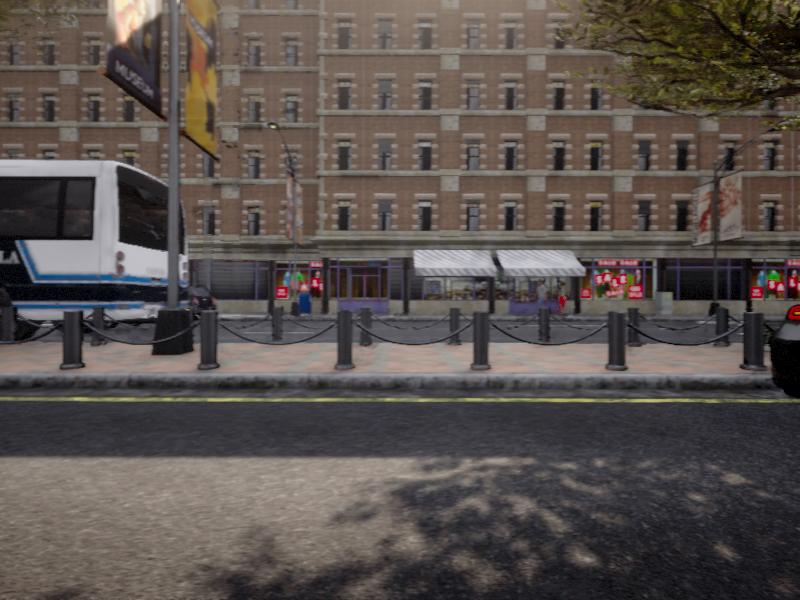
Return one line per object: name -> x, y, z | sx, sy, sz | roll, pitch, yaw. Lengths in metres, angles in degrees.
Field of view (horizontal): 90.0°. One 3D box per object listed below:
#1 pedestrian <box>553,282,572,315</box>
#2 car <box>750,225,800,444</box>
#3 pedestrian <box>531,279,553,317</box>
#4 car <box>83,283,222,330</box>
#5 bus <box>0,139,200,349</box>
pedestrian -> 9.264, -0.100, 22.831 | 0.751, 1.860, 0.751 | 0, 0, -2
car -> 5.302, 0.238, 2.195 | 4.974, 1.542, 2.038 | 0, 0, 0
pedestrian -> 7.056, -0.104, 19.952 | 0.751, 1.860, 0.751 | 0, 0, -11
car -> -8.329, 0.209, 13.712 | 3.633, 1.501, 1.845 | 0, 0, 0
bus -> -11.176, -1.155, 10.093 | 10.273, 4.253, 3.944 | 0, 0, 0
